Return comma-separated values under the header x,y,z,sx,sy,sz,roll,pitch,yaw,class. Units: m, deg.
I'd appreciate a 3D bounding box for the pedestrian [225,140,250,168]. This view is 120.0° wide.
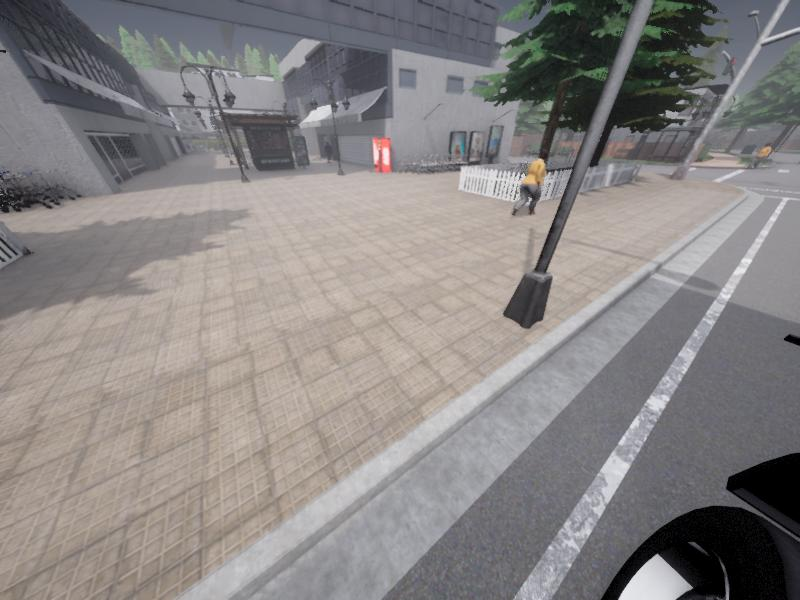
x,y,z,sx,sy,sz,roll,pitch,yaw,class
-12.963,-11.622,18.452,0.751,1.860,0.751,3,35,4,pedestrian

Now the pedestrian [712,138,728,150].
x,y,z,sx,sy,sz,roll,pitch,yaw,class
59.765,-29.086,43.181,0.751,1.860,0.751,10,36,14,pedestrian

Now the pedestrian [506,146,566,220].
x,y,z,sx,sy,sz,roll,pitch,yaw,class
3.957,-3.463,6.887,0.751,1.860,0.751,-12,37,-16,pedestrian

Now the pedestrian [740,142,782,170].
x,y,z,sx,sy,sz,roll,pitch,yaw,class
28.053,-11.208,17.986,0.751,1.860,0.751,-6,36,-8,pedestrian

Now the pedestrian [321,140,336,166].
x,y,z,sx,sy,sz,roll,pitch,yaw,class
-6.127,-12.555,19.752,0.751,1.860,0.751,-17,39,-23,pedestrian

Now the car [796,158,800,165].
x,y,z,sx,sy,sz,roll,pitch,yaw,class
38.893,-13.157,21.145,4.181,1.385,1.994,-26,42,-31,car

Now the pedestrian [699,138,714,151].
x,y,z,sx,sy,sz,roll,pitch,yaw,class
57.289,-29.097,43.211,0.751,1.860,0.751,18,39,24,pedestrian
